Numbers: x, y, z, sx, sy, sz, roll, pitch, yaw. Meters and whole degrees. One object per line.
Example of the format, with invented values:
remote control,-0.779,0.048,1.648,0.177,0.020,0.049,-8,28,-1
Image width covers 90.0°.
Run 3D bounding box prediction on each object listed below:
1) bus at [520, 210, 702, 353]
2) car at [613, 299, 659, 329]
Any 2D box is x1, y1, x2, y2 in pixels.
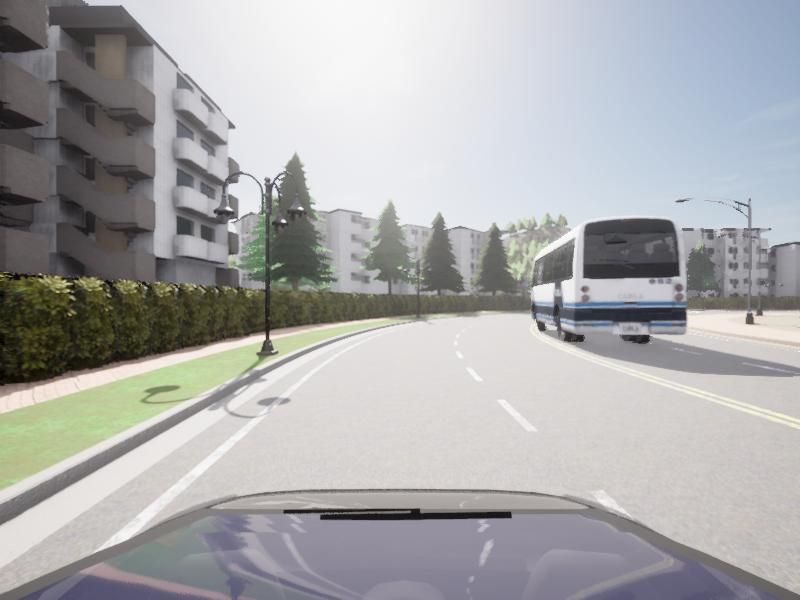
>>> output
bus,7.884,-0.540,17.257,3.944,4.253,10.273,-1,0,10
car,13.929,0.776,23.855,1.851,1.617,3.988,0,0,23
